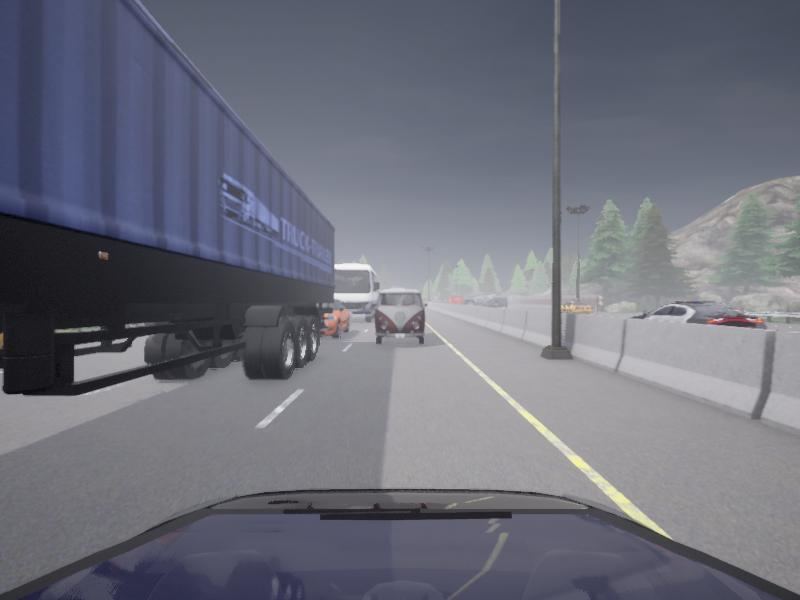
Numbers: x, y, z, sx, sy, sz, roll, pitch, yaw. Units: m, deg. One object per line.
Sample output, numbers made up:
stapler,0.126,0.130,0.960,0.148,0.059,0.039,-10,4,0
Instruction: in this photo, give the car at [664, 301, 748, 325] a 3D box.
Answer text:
car,21.000,0.816,27.798,2.038,1.542,4.974,0,0,0

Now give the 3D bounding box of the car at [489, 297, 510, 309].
car,17.394,0.547,70.217,2.150,2.045,5.566,0,0,0

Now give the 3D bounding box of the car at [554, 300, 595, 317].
car,17.473,0.788,40.296,1.801,1.575,5.366,0,0,0

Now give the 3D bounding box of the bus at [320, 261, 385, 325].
bus,-3.386,-0.549,31.772,3.944,4.253,10.273,0,1,0

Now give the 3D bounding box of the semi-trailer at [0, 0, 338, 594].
semi-trailer,-3.499,-0.623,6.656,2.717,4.402,14.254,0,0,0

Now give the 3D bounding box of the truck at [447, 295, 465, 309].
truck,10.382,0.332,74.807,2.627,2.467,5.204,0,0,0

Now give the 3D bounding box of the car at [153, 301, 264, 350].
car,-6.998,0.818,15.346,1.882,1.535,5.008,0,0,0

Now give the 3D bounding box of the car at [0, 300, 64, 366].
car,-10.499,0.799,8.747,1.801,1.575,5.366,0,0,0

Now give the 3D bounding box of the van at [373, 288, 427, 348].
van,0.002,0.595,15.286,1.775,1.987,4.442,0,0,0

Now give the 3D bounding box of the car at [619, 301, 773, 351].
car,10.501,0.819,14.854,2.038,1.542,4.974,0,0,0

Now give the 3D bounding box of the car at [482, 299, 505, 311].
car,13.920,0.739,59.778,2.242,1.667,4.611,0,0,0

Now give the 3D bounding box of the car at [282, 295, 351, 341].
car,-3.497,0.689,17.642,2.097,1.767,4.553,0,0,0
